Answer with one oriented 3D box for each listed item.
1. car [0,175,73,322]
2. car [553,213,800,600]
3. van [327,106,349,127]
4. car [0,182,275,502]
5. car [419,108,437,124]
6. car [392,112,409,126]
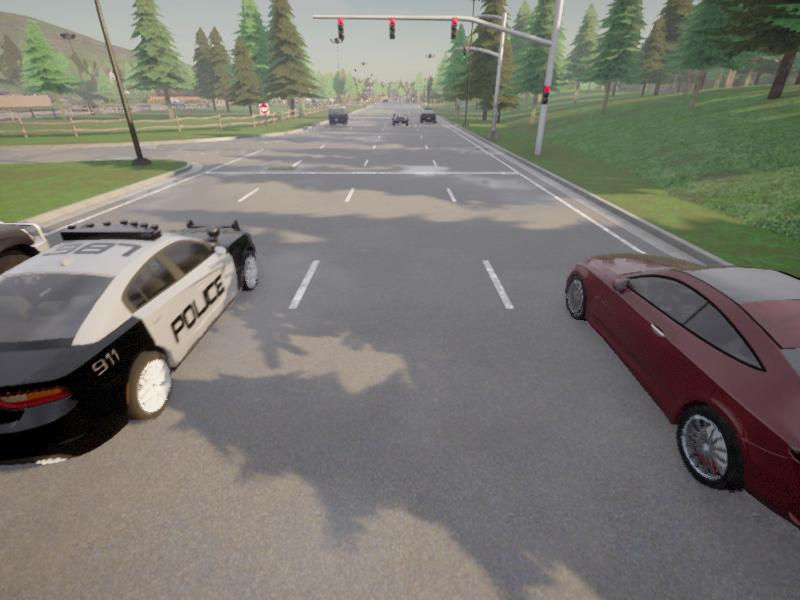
[{"bbox_3d":[-6.989,-0.131,4.899,1.932,1.855,4.605,0,28,0],"label":"car"},{"bbox_3d":[3.512,0.351,4.421,1.812,1.442,4.674,0,27,0],"label":"car"},{"bbox_3d":[-6.968,-20.970,45.675,1.775,1.987,4.442,0,27,0],"label":"van"},{"bbox_3d":[-3.487,-0.222,5.327,1.930,1.638,5.238,0,27,0],"label":"car"},{"bbox_3d":[3.535,-23.640,51.292,1.930,1.638,5.238,0,27,0],"label":"car"},{"bbox_3d":[0.034,-21.743,47.950,1.895,1.301,4.718,0,27,0],"label":"car"}]
